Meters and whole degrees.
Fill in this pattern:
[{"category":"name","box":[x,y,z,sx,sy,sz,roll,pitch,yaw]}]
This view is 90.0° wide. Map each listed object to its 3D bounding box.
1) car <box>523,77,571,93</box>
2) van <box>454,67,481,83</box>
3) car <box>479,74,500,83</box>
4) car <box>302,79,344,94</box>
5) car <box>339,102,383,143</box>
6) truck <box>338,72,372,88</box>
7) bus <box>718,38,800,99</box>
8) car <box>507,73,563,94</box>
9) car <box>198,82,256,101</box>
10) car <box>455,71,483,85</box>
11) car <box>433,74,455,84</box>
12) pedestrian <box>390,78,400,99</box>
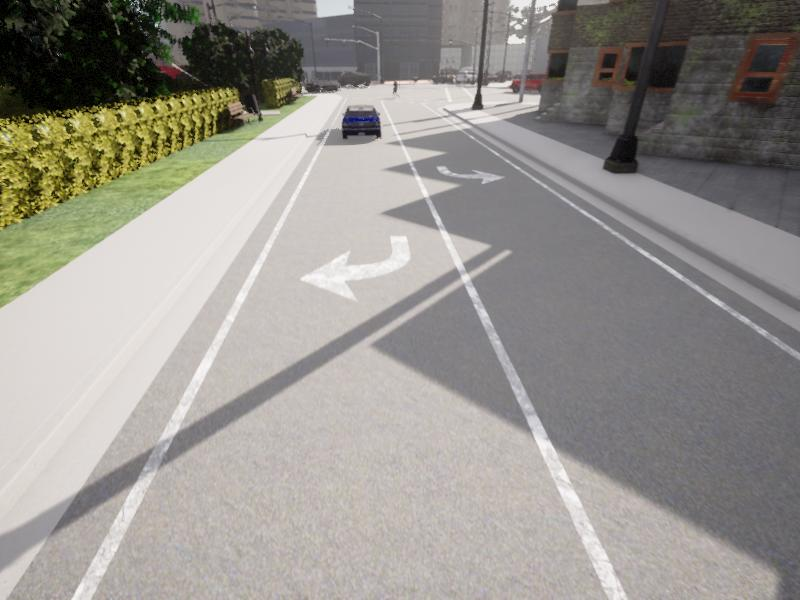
[{"category":"car","box":[18.068,-26.622,49.452,5.008,1.535,1.882,23,38,34]},{"category":"van","box":[12.897,-43.139,76.702,1.988,2.561,5.915,24,38,35]},{"category":"car","box":[17.090,-42.444,76.532,1.816,1.474,4.193,24,38,35]},{"category":"car","box":[-9.658,-27.036,50.591,2.163,1.488,4.792,21,37,32]},{"category":"car","box":[-1.900,-8.885,19.811,1.895,1.301,4.718,-2,31,-4]},{"category":"truck","box":[-7.293,-35.450,64.333,2.390,2.098,6.274,-20,36,-31]},{"category":"bus","box":[33.500,-19.026,32.922,10.273,4.253,3.944,22,37,35]},{"category":"car","box":[15.792,-25.481,47.025,5.566,2.045,2.150,23,38,35]},{"category":"car","box":[-18.071,-21.959,41.982,2.128,1.511,4.902,24,38,35]},{"category":"car","box":[12.356,-39.939,71.751,2.150,2.045,5.566,24,38,35]},{"category":"car","box":[7.971,-39.808,72.133,1.816,1.474,4.193,24,38,35]},{"category":"pedestrian","box":[-0.495,-21.559,40.713,0.751,1.860,0.751,22,37,33]}]
